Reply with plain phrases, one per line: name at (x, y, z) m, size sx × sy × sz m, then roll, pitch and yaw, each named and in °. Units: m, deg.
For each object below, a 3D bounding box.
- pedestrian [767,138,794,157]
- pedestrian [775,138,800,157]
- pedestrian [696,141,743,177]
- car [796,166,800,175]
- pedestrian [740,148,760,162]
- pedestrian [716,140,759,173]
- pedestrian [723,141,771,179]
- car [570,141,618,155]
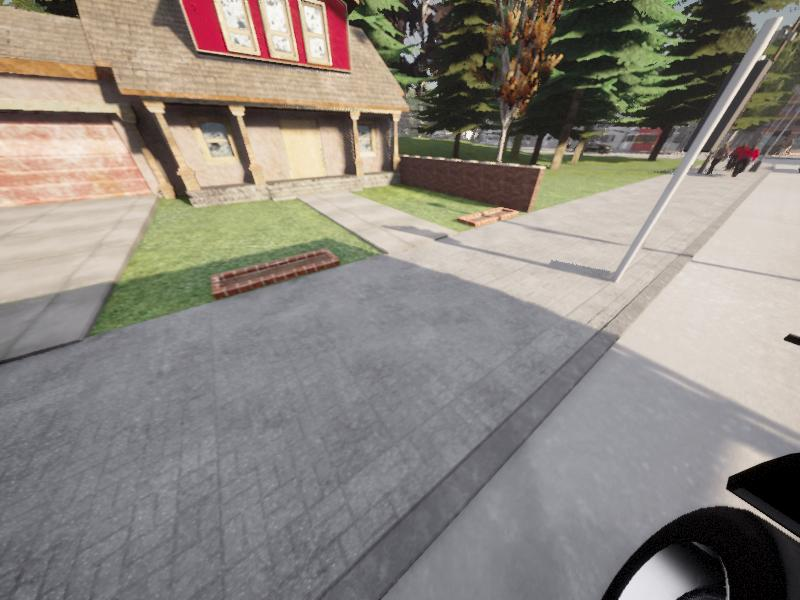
pedestrian at (45.780, -18.371, 27.798) m, size 0.751 × 1.860 × 0.751 m, roll -14°, pitch 38°, yaw -19°
pedestrian at (46.585, -18.358, 27.775) m, size 0.751 × 1.860 × 0.751 m, roll -27°, pitch 43°, yaw -33°
pedestrian at (19.782, -8.759, 14.351) m, size 0.751 × 1.860 × 0.751 m, roll -13°, pitch 37°, yaw -17°
car at (30.134, -9.740, 16.230) m, size 4.193 × 1.474 × 1.816 m, roll -23°, pitch 41°, yaw -28°
pedestrian at (34.084, -14.113, 22.504) m, size 0.500 × 1.100 × 0.500 m, roll 20°, pitch 40°, yaw 26°
pedestrian at (23.152, -9.855, 15.881) m, size 0.751 × 1.860 × 0.751 m, roll -18°, pitch 39°, yaw -23°
pedestrian at (20.271, -8.204, 13.561) m, size 0.751 × 1.860 × 0.751 m, roll -28°, pitch 44°, yaw -33°
car at (29.771, -23.563, 35.688) m, size 2.152 × 1.651 × 5.027 m, roll -22°, pitch 41°, yaw -28°
